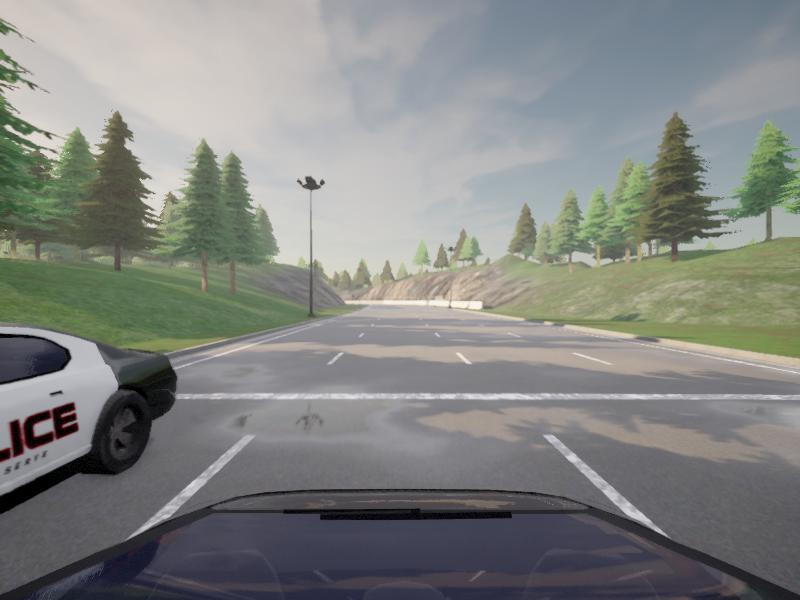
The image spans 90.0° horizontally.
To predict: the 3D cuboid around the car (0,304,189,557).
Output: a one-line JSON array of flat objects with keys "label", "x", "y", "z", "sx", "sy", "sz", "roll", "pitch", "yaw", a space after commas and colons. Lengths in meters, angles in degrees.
[{"label": "car", "x": -3.504, "y": 0.827, "z": 2.215, "sx": 2.038, "sy": 1.542, "sz": 4.974, "roll": 0, "pitch": 0, "yaw": 0}]
